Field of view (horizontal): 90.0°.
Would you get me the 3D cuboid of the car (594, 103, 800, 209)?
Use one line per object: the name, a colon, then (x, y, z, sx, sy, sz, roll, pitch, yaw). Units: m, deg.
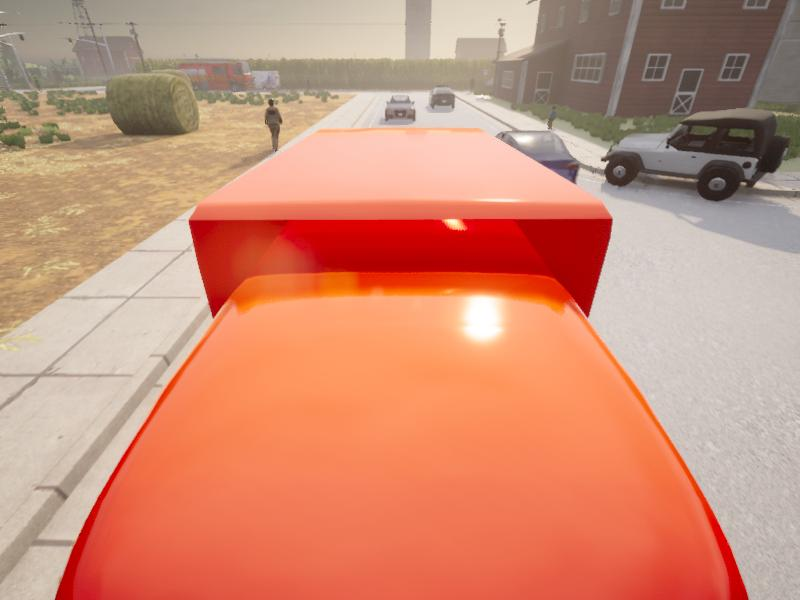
car: (7.679, -3.986, 10.631, 1.905, 1.878, 3.866, -30, 40, -32)

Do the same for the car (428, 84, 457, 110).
car: (3.531, -17.332, 34.012, 1.930, 1.638, 5.238, 0, 30, 0)

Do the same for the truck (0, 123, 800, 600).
truck: (0.001, 0.227, 3.167, 2.627, 2.467, 5.204, 0, 30, 0)

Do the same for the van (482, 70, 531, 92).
van: (14.401, -29.914, 54.696, 5.915, 2.561, 1.988, 0, 30, 1)

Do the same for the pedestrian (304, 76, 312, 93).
pedestrian: (-11.126, -26.173, 48.612, 0.751, 1.860, 0.751, -5, 31, -9)

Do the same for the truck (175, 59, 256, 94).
truck: (-23.680, -29.005, 51.854, 8.468, 3.827, 2.891, 1, 30, 1)

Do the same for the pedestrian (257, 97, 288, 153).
pedestrian: (-4.770, -6.568, 15.035, 0.751, 1.860, 0.751, -4, 31, -7)

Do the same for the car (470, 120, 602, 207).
car: (3.508, -4.109, 11.531, 2.163, 1.488, 4.792, 0, 30, 0)

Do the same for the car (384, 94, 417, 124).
car: (0.026, -12.396, 25.840, 1.994, 1.385, 4.181, 0, 30, 0)

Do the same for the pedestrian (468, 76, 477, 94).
pedestrian: (8.660, -25.723, 47.818, 0.751, 1.860, 0.751, 15, 34, 24)

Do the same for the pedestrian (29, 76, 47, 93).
pedestrian: (-43.920, -26.129, 48.526, 0.751, 1.860, 0.751, 6, 31, 10)

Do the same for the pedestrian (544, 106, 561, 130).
pedestrian: (7.788, -9.316, 20.493, 0.500, 1.100, 0.500, -1, 30, -2)

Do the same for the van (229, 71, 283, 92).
van: (-19.741, -30.139, 55.180, 6.366, 2.431, 2.351, 0, 30, 1)
